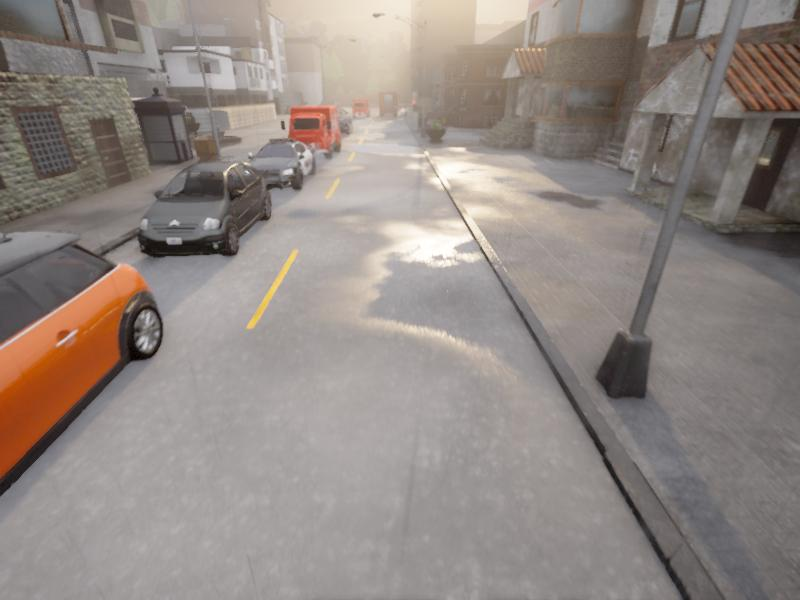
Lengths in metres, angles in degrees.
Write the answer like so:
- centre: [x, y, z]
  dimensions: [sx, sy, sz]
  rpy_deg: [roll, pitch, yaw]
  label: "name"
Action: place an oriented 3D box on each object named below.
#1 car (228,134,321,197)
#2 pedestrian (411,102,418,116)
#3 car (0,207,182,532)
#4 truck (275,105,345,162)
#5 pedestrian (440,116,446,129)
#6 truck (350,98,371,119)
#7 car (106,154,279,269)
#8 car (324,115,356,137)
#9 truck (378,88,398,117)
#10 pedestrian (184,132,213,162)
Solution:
- centre: [-4.497, -5.300, 15.270]
  dimensions: [2.038, 1.542, 4.974]
  rpy_deg: [-1, 27, -1]
  label: "car"
- centre: [2.092, -28.075, 58.898]
  dimensions: [0.751, 1.860, 0.751]
  rpy_deg: [11, 29, 21]
  label: "pedestrian"
- centre: [-4.167, 0.675, 3.362]
  dimensions: [2.097, 1.767, 4.553]
  rpy_deg: [-1, 27, -1]
  label: "car"
- centre: [-4.685, -9.245, 21.908]
  dimensions: [2.627, 2.467, 5.204]
  rpy_deg: [-1, 27, -1]
  label: "truck"
- centre: [4.100, -16.763, 37.726]
  dimensions: [0.500, 1.100, 0.500]
  rpy_deg: [3, 27, 6]
  label: "pedestrian"
- centre: [-5.684, -27.874, 58.114]
  dimensions: [2.627, 2.467, 5.204]
  rpy_deg: [-1, 28, -1]
  label: "truck"
- centre: [-4.333, -2.249, 9.253]
  dimensions: [1.851, 1.617, 3.988]
  rpy_deg: [-1, 27, -1]
  label: "car"
- centre: [-5.016, -14.914, 34.118]
  dimensions: [2.033, 1.411, 5.357]
  rpy_deg: [-1, 27, -1]
  label: "car"
- centre: [-1.825, -31.208, 63.127]
  dimensions: [2.891, 3.827, 8.468]
  rpy_deg: [-1, 27, -1]
  label: "truck"
- centre: [-9.710, -7.385, 19.311]
  dimensions: [0.751, 1.300, 0.751]
  rpy_deg: [0, 27, 0]
  label: "pedestrian"
